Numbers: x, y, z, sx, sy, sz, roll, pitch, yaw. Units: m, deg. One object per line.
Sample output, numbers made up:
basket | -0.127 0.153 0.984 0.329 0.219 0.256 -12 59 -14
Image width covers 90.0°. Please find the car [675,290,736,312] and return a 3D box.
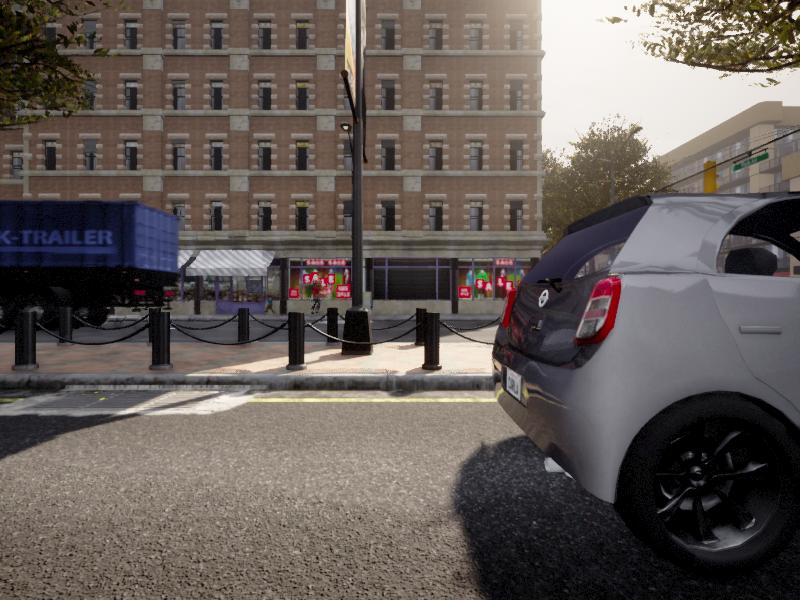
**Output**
car | 27.180 0.050 35.835 1.932 1.855 4.605 0 0 -1

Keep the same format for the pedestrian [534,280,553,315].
pedestrian | 7.738 -0.116 21.652 0.751 1.860 0.751 0 0 -1

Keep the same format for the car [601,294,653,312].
car | 20.184 0.242 35.853 1.837 1.490 4.892 0 0 0

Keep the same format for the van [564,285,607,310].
van | 20.136 -0.280 43.771 1.988 2.561 5.915 0 0 0

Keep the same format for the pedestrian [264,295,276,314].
pedestrian | -7.465 0.266 23.000 0.500 1.100 0.500 0 0 9

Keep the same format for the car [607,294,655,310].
car | 23.652 0.198 41.198 1.801 1.575 5.366 0 0 0

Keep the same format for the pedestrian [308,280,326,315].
pedestrian | -4.485 -0.114 21.588 0.751 1.860 0.751 0 0 7

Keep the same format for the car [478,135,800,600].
car | 2.425 0.226 2.192 3.633 1.501 1.845 0 0 0

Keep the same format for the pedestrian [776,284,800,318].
pedestrian | 21.815 0.034 22.408 0.751 1.860 0.751 0 0 4

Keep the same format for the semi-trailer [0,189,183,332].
semi-trailer | -15.302 -1.216 13.701 14.254 4.402 2.717 0 0 0

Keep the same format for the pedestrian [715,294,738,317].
pedestrian | 18.559 0.315 22.747 0.751 1.300 0.751 0 0 4

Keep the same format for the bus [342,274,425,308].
bus | -2.059 -1.133 51.914 10.273 4.253 3.944 0 0 0

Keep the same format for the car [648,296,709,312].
car | 23.693 0.341 34.300 1.895 1.301 4.718 0 0 0
